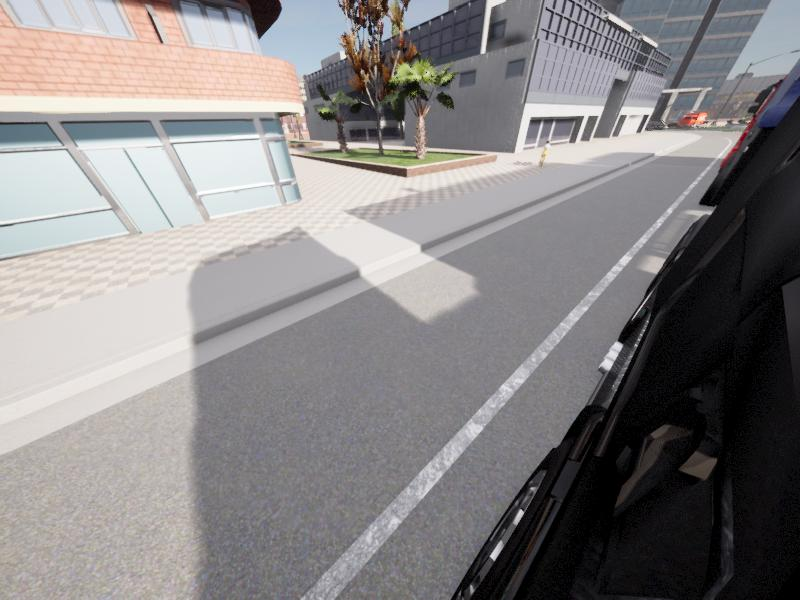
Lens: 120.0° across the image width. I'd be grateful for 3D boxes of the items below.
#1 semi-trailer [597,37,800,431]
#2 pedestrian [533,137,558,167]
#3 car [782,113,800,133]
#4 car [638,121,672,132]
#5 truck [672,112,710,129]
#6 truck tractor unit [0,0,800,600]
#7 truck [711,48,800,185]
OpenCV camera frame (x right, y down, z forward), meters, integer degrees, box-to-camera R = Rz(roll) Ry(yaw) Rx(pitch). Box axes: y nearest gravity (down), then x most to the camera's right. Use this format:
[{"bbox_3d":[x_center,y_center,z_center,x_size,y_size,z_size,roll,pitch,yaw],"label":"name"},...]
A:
[{"bbox_3d":[8.725,-3.577,4.216,14.254,4.402,2.717,-28,43,-30],"label":"semi-trailer"},{"bbox_3d":[7.900,-8.079,12.598,0.751,1.300,0.751,19,42,26],"label":"pedestrian"},{"bbox_3d":[49.583,-20.938,27.236,1.905,1.878,3.866,-14,38,-14],"label":"car"},{"bbox_3d":[47.618,-32.593,43.290,2.038,1.542,4.974,6,38,12],"label":"car"},{"bbox_3d":[59.294,-36.527,47.102,5.204,2.467,2.627,-18,39,-20],"label":"truck"},{"bbox_3d":[2.645,-0.295,0.351,6.516,4.208,3.053,-28,44,-30],"label":"truck tractor unit"},{"bbox_3d":[17.379,-7.812,9.896,8.468,3.827,2.891,-28,43,-30],"label":"truck"}]
